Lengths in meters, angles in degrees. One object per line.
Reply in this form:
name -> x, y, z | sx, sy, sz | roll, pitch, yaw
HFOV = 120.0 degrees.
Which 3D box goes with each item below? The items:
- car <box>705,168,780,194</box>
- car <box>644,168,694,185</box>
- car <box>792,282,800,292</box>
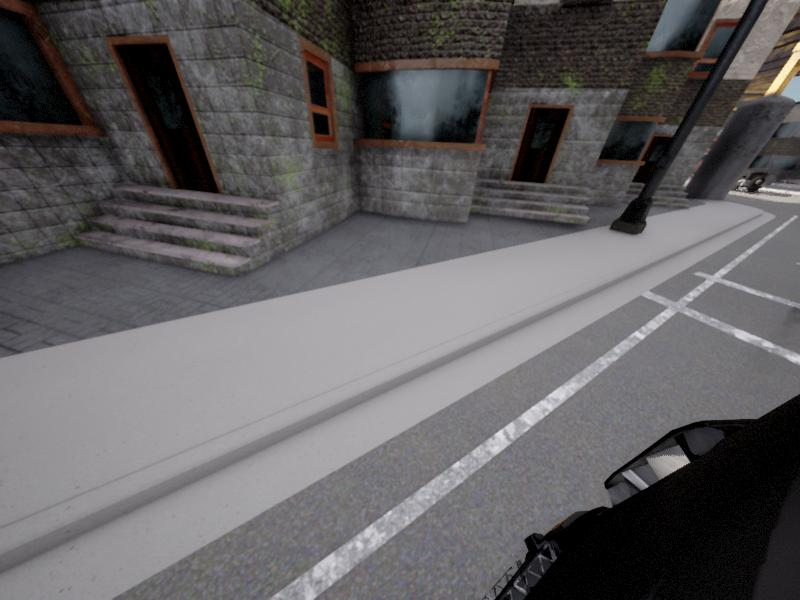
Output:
car -> 34.751, -12.272, 23.680 | 1.905, 1.878, 3.866 | 11, 34, 11
car -> 32.568, -15.113, 28.171 | 1.816, 1.474, 4.193 | 11, 34, 11
car -> 10.718, -0.752, 4.667 | 3.806, 1.475, 1.970 | -14, 37, -23
